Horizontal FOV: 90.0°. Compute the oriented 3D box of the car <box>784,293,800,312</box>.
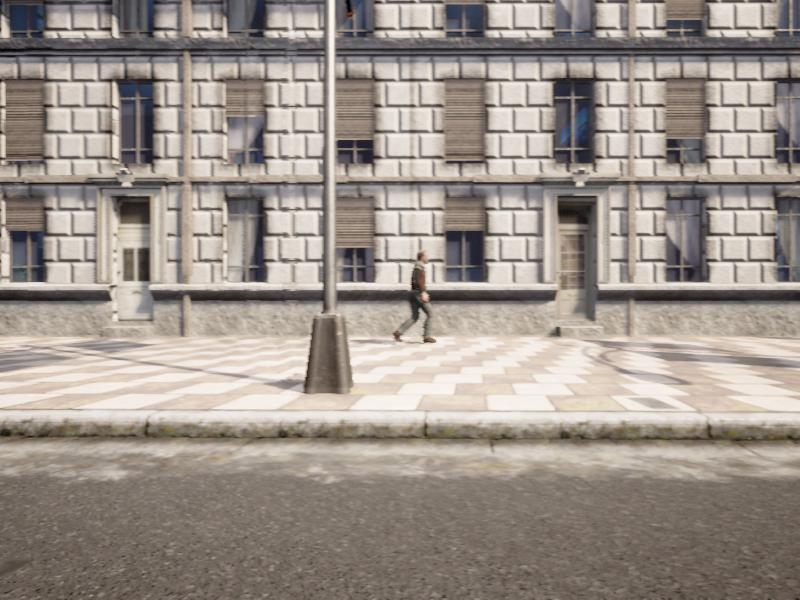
[{"bbox_3d":[32.685,0.226,30.728,2.007,1.525,4.514,0,0,0],"label":"car"}]

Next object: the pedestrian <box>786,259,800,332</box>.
[{"bbox_3d":[10.625,-0.116,10.288,0.751,1.860,0.751,0,0,17],"label":"pedestrian"}]

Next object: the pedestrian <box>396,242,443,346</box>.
[{"bbox_3d":[0.348,-0.115,7.585,0.751,1.860,0.751,0,0,-10],"label":"pedestrian"}]

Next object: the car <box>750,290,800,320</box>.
[{"bbox_3d":[21.145,0.243,20.658,1.837,1.490,4.892,0,0,0],"label":"car"}]
